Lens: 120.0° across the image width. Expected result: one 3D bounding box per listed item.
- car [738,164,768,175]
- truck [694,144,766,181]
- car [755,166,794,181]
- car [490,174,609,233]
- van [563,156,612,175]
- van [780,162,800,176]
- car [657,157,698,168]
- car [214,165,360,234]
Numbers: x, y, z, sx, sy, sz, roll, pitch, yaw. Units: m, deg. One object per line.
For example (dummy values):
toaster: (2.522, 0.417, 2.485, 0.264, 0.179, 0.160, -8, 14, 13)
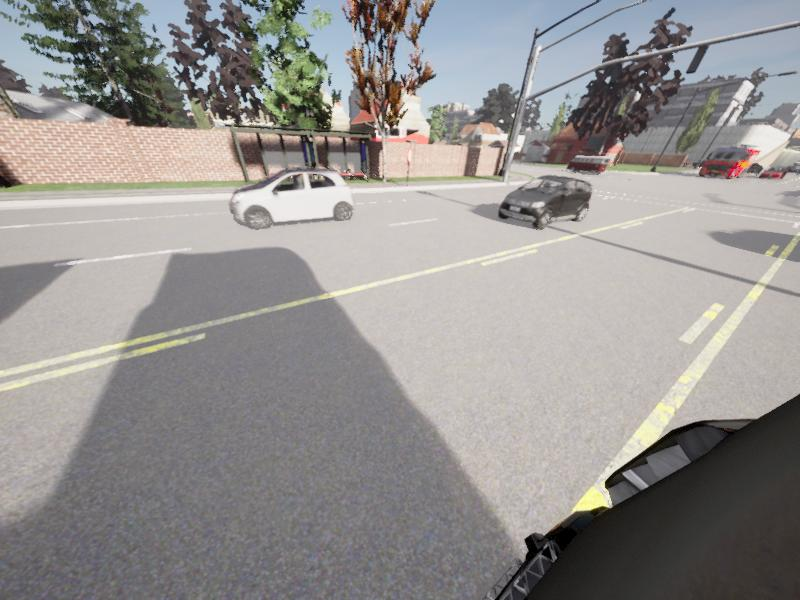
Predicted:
car: (61.816, -22.849, 40.477, 4.892, 1.490, 1.837, -17, 38, -26)
truck: (44.056, -18.406, 30.828, 8.468, 3.827, 2.891, -17, 38, -26)
car: (52.868, -17.881, 32.584, 4.514, 1.525, 2.007, -17, 38, -26)
car: (5.534, -3.742, 8.643, 3.705, 1.549, 1.789, -16, 38, -27)
van: (25.154, -18.229, 31.201, 1.775, 1.987, 4.442, -18, 39, -27)
van: (72.700, -24.081, 42.463, 4.442, 1.987, 1.775, -17, 38, -26)
car: (65.609, -32.682, 54.828, 2.150, 2.045, 5.566, -17, 38, -26)
car: (-3.387, -3.343, 7.393, 3.633, 1.501, 1.845, -16, 38, -26)
